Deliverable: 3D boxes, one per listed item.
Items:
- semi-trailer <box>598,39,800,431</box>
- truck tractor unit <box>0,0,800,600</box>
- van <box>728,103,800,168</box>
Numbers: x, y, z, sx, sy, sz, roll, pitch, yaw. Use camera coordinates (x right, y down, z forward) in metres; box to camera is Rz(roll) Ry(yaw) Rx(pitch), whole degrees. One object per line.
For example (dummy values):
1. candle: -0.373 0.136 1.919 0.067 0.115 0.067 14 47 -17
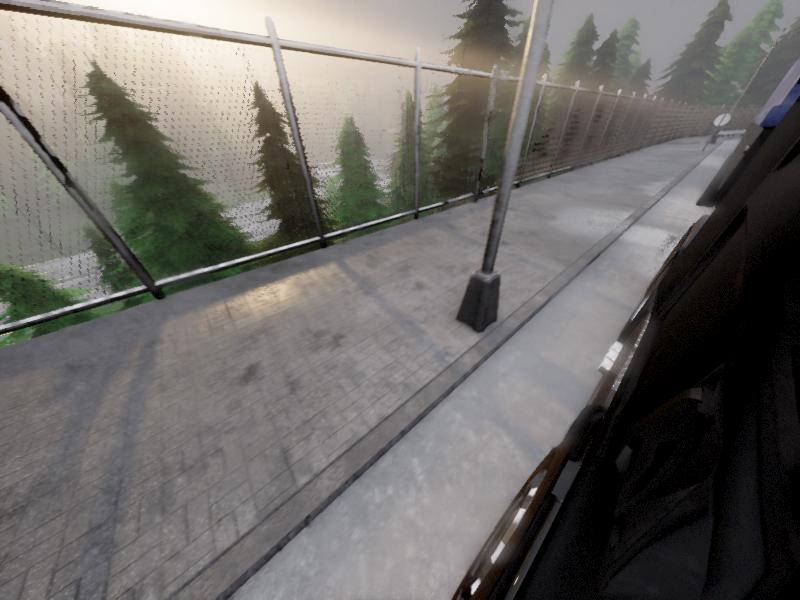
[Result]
1. semi-trailer: 8.713 -3.565 4.257 14.254 4.402 2.717 -28 43 -30
2. truck tractor unit: 2.645 -0.295 0.352 6.516 4.208 3.053 -28 44 -30
3. van: 21.209 -9.354 13.017 5.915 2.561 1.988 -28 44 -30
